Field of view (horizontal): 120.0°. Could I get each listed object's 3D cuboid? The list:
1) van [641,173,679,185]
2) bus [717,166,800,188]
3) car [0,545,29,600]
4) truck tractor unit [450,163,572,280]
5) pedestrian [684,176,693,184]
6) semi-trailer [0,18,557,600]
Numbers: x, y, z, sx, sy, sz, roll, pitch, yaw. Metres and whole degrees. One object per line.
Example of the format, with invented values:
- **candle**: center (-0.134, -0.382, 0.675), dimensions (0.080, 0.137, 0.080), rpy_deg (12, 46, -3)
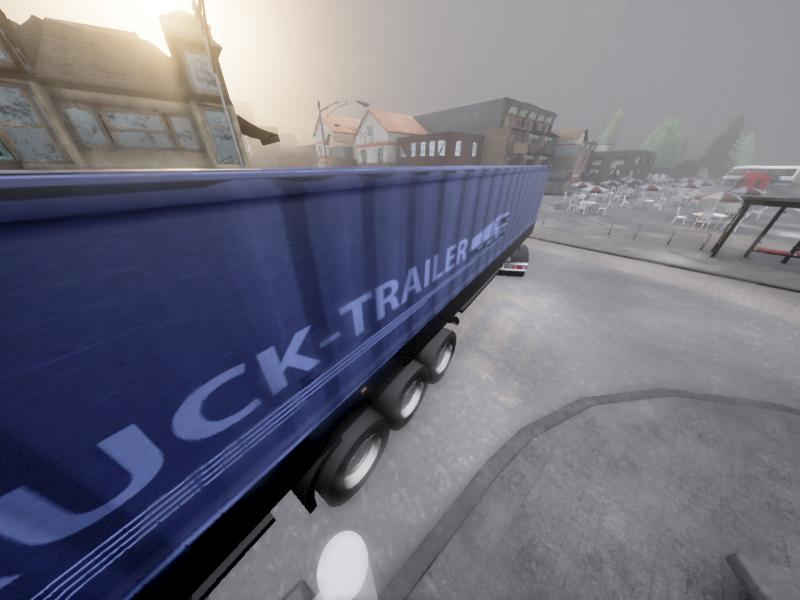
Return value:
- **van**: center (71.351, -33.328, 63.501), dimensions (2.351, 2.431, 6.366), rpy_deg (-23, 37, -34)
- **bus**: center (84.515, -29.299, 54.699), dimensions (3.944, 4.253, 10.273), rpy_deg (-23, 37, -34)
- **car**: center (-5.399, 3.614, 0.619), dimensions (4.181, 1.385, 1.994), rpy_deg (-25, 38, -36)
- **truck tractor unit**: center (4.520, -4.377, 11.580), dimensions (3.053, 4.208, 6.516), rpy_deg (4, 30, 6)
- **pedestrian**: center (78.453, -32.638, 62.835), dimensions (0.751, 1.860, 0.751), rpy_deg (-17, 34, -27)
- **semi-trailer**: center (0.740, -1.096, 5.691), dimensions (2.717, 4.402, 14.254), rpy_deg (20, 35, 31)
